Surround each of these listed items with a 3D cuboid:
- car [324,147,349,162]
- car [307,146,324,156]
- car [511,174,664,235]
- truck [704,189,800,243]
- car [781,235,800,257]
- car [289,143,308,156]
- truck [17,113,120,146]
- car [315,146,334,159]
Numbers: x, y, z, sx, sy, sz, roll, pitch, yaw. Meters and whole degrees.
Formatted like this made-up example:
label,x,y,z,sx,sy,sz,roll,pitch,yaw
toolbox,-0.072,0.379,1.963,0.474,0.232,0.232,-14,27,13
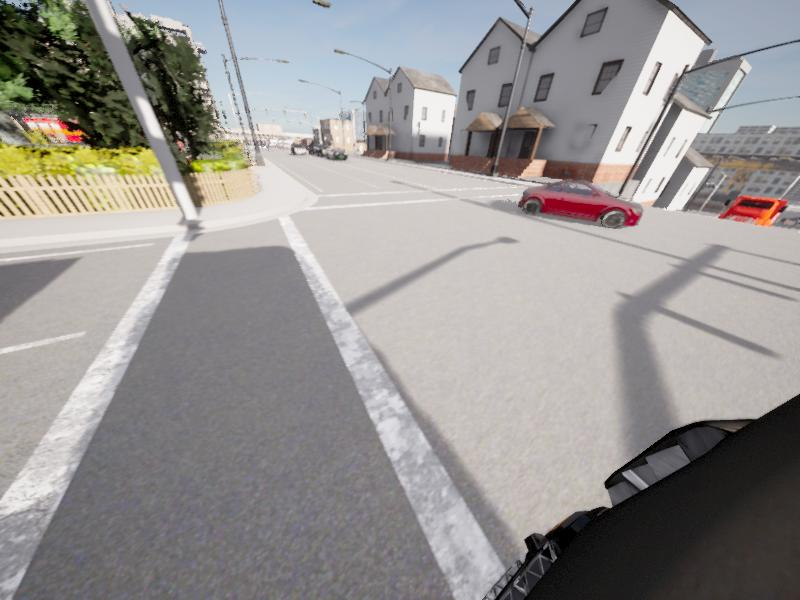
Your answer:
label,x,y,z,sx,sy,sz,roll,pitch,yaw
car,-9.339,-21.415,33.931,2.038,1.542,4.974,-16,38,-26
car,-15.836,-27.900,43.225,1.812,1.442,4.674,-16,38,-26
car,7.087,-4.003,9.256,4.181,1.385,1.994,23,39,27
truck,25.157,-5.966,16.707,5.204,2.467,2.627,-3,31,-34
car,32.035,-4.305,17.731,4.605,1.855,1.932,-2,31,-35
car,-17.435,-25.814,39.585,1.932,1.855,4.605,-15,37,-25
truck,-54.053,-28.016,38.253,8.468,3.827,2.891,-15,38,-24
car,-12.568,-24.691,38.522,1.851,1.617,3.988,-16,38,-26
